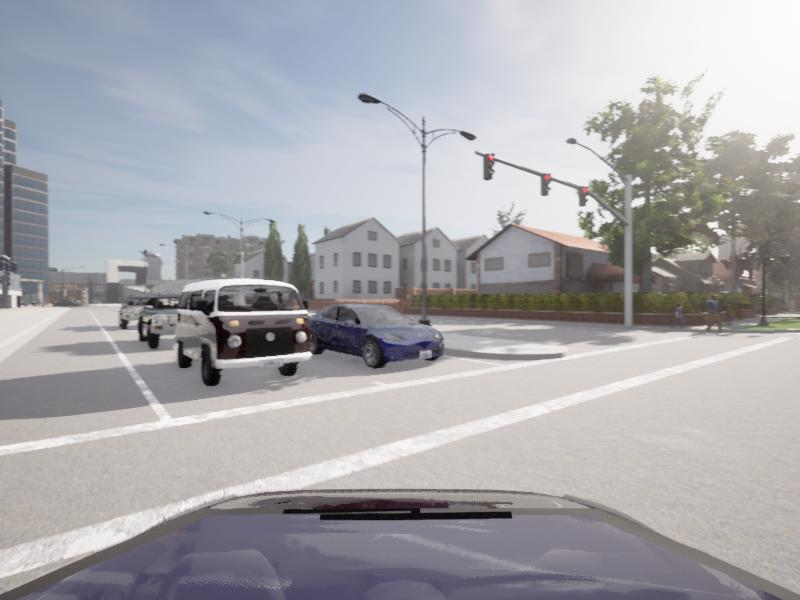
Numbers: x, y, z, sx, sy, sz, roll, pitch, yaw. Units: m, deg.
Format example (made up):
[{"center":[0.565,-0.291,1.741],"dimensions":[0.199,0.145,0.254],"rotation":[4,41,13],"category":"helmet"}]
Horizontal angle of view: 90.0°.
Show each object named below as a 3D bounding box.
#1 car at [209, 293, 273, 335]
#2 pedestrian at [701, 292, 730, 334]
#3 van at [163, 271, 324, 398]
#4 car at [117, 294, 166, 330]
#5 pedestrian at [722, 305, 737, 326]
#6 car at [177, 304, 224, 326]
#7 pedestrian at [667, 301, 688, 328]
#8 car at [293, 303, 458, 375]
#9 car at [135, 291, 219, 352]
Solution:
[{"center":[-7.965,0.635,19.837],"dimensions":[1.905,1.878,3.866],"rotation":[0,0,-38],"category":"car"},{"center":[14.304,0.588,18.161],"dimensions":[0.751,1.860,0.751],"rotation":[0,0,4],"category":"pedestrian"},{"center":[-3.666,0.567,8.809],"dimensions":[2.069,2.038,4.480],"rotation":[0,0,-38],"category":"van"},{"center":[-14.899,0.650,22.920],"dimensions":[1.932,1.855,4.605],"rotation":[0,0,-38],"category":"car"},{"center":[17.786,0.813,21.592],"dimensions":[0.500,1.100,0.500],"rotation":[0,0,-36],"category":"pedestrian"},{"center":[-13.376,0.931,26.646],"dimensions":[1.895,1.301,4.718],"rotation":[0,0,-39],"category":"car"},{"center":[13.763,0.720,19.841],"dimensions":[0.751,1.300,0.751],"rotation":[0,0,45],"category":"pedestrian"},{"center":[-0.917,0.837,11.025],"dimensions":[2.163,1.488,4.792],"rotation":[0,0,-39],"category":"car"},{"center":[-8.277,0.646,14.612],"dimensions":[1.932,1.855,4.605],"rotation":[0,0,-39],"category":"car"}]
